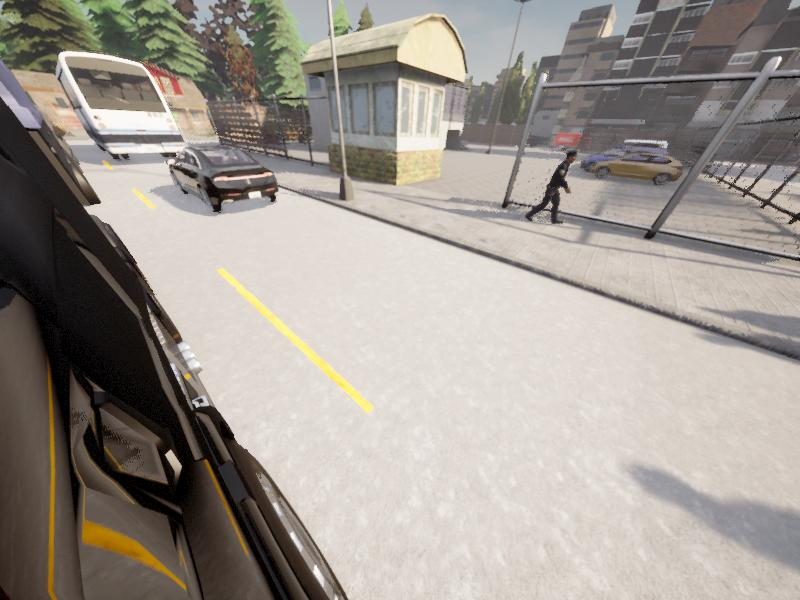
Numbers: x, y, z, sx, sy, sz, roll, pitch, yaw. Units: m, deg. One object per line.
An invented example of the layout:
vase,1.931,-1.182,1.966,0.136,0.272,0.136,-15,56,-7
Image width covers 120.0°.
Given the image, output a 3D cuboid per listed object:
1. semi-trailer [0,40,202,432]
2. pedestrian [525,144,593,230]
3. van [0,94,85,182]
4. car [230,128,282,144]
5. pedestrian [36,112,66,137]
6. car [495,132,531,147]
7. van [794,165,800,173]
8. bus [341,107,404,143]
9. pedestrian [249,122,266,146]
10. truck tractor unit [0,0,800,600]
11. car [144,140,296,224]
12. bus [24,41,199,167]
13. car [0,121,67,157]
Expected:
semi-trailer,-8.716,-3.599,4.200,14.254,4.402,2.717,28,44,29
pedestrian,4.132,-2.963,6.103,0.751,1.860,0.751,26,43,28
van,-16.157,-7.077,9.931,5.915,2.561,1.988,29,44,31
car,-16.887,-19.384,27.321,1.895,1.301,4.718,30,45,31
pedestrian,-32.964,-16.575,21.852,0.751,1.860,0.751,28,44,30
car,21.983,-31.406,45.232,5.566,2.045,2.150,28,44,30
van,40.591,-12.858,21.295,1.988,2.561,5.915,28,43,29
bus,-4.166,-29.060,38.578,3.944,4.253,10.273,28,44,30
pedestrian,-14.168,-16.558,23.030,0.751,1.860,0.751,29,44,30
truck tractor unit,-2.645,-0.295,0.351,6.516,4.208,3.053,28,44,30
car,-5.814,-4.061,7.428,4.902,1.511,2.128,28,44,30
bus,-17.237,-11.280,14.025,10.273,4.253,3.944,28,44,30
car,-22.342,-9.610,13.722,3.705,1.549,1.789,21,40,22
